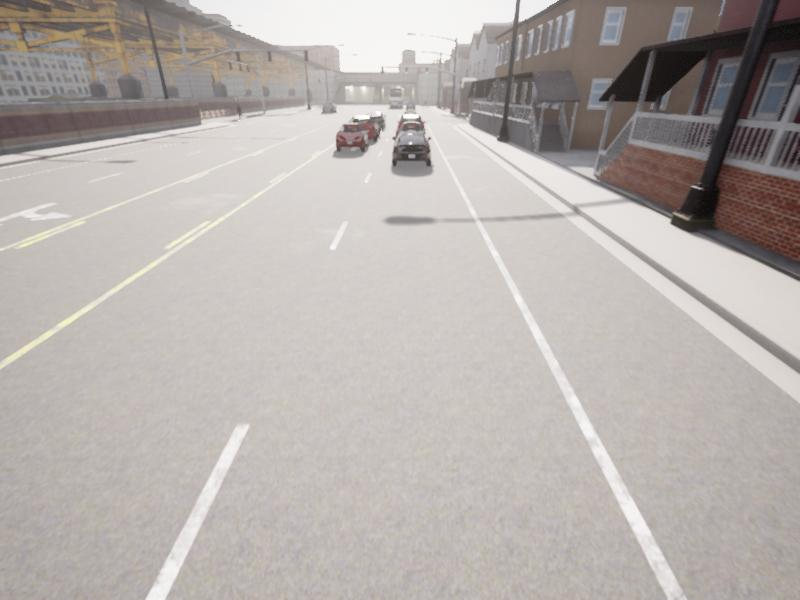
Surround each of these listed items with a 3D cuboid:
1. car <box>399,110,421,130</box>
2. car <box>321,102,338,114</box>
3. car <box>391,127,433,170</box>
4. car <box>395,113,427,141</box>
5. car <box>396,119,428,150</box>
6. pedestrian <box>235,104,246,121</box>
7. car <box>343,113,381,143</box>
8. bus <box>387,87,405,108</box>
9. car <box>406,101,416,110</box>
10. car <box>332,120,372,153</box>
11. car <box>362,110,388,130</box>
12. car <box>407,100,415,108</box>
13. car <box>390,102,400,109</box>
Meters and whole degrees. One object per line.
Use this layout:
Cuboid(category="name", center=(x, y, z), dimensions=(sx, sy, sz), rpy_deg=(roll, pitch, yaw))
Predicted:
Cuboid(category="car", center=(1.023, -17.614, 39.076), dimensions=(2.007, 1.525, 4.514), rpy_deg=(1, 27, 2))
Cuboid(category="car", center=(-12.112, -33.098, 68.882), dimensions=(2.033, 1.649, 4.856), rpy_deg=(1, 27, 1))
Cuboid(category="car", center=(0.577, -7.550, 19.660), dimensions=(1.812, 1.442, 4.674), rpy_deg=(1, 27, 1))
Cuboid(category="car", center=(0.856, -13.264, 30.486), dimensions=(2.242, 1.667, 4.611), rpy_deg=(1, 27, 1))
Cuboid(category="car", center=(0.727, -10.478, 25.241), dimensions=(1.845, 1.501, 3.633), rpy_deg=(1, 27, 1))
Cuboid(category="pedestrian", center=(-19.584, -23.018, 49.022), dimensions=(0.751, 1.860, 0.751), rpy_deg=(1, 27, 2))
Cuboid(category="car", center=(-2.659, -12.774, 29.521), dimensions=(2.242, 1.667, 4.611), rpy_deg=(1, 27, 1))
Cuboid(category="bus", center=(-0.970, -48.875, 96.668), dimensions=(3.944, 4.253, 10.273), rpy_deg=(1, 27, 1))
Cuboid(category="car", center=(2.268, -40.356, 83.026), dimensions=(2.033, 1.649, 4.856), rpy_deg=(1, 27, 1))
Cuboid(category="car", center=(-2.804, -9.885, 24.074), dimensions=(1.845, 1.501, 3.633), rpy_deg=(1, 27, 1))
Cuboid(category="car", center=(-2.402, -17.706, 39.254), dimensions=(2.128, 1.511, 4.902), rpy_deg=(1, 27, 1))
Cuboid(category="car", center=(2.700, -48.657, 99.228), dimensions=(1.801, 1.575, 5.366), rpy_deg=(1, 27, 1))
Cuboid(category="car", center=(-1.103, -42.730, 87.867), dimensions=(2.033, 1.411, 5.357), rpy_deg=(1, 27, 1))
